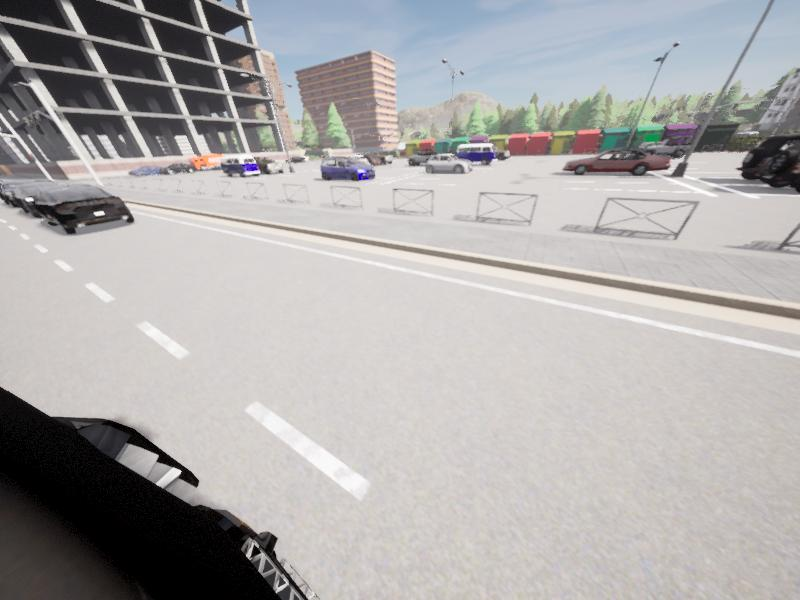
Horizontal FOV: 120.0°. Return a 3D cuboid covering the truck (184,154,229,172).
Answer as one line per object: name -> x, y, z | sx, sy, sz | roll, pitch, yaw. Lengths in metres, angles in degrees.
truck -> -35.339, -25.121, 42.312 | 2.627, 2.467, 5.204 | 16, 38, 25

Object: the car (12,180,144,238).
car -> -13.142, -3.882, 9.429 | 5.008, 1.535, 1.882 | 16, 38, 25

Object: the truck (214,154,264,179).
truck -> -17.273, -14.342, 24.836 | 4.478, 2.038, 2.069 | 16, 38, 26

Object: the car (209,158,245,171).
car -> -31.473, -24.753, 42.199 | 2.242, 1.667, 4.611 | 16, 38, 25

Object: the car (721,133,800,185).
car -> 17.941, -6.156, 10.051 | 3.866, 1.878, 1.905 | 16, 38, 26

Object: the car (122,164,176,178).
car -> -39.470, -20.489, 36.560 | 2.033, 1.411, 5.357 | 16, 38, 25

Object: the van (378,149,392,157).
van -> -4.394, -44.371, 69.688 | 2.069, 2.038, 4.480 | 16, 38, 25

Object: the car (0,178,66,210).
car -> -25.067, -7.168, 15.407 | 5.357, 1.411, 2.033 | 16, 38, 26

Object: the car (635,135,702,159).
car -> 27.674, -15.852, 24.064 | 3.866, 1.878, 1.905 | 16, 38, 26

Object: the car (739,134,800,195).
car -> 16.453, -4.743, 8.009 | 4.605, 1.855, 1.932 | 16, 38, 26

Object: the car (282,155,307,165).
car -> -24.101, -32.124, 52.976 | 1.882, 1.535, 5.008 | 16, 38, 25

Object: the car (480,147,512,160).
car -> 13.988, -21.381, 33.818 | 3.905, 1.438, 1.784 | 16, 38, 26

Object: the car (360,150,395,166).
car -> -3.330, -21.097, 34.253 | 4.605, 1.855, 1.932 | 16, 38, 26

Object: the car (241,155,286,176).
car -> -15.889, -15.710, 26.983 | 4.605, 1.855, 1.932 | 16, 38, 26

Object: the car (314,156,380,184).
car -> -4.218, -10.439, 18.452 | 4.611, 1.667, 2.242 | 16, 38, 26

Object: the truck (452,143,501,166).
truck -> 8.439, -16.151, 25.727 | 4.478, 2.038, 2.069 | 16, 38, 26

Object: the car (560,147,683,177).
car -> 13.720, -8.883, 14.917 | 5.357, 1.415, 2.033 | 16, 38, 26

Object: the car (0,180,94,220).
car -> -18.766, -5.417, 12.250 | 4.674, 1.442, 1.812 | 16, 38, 26

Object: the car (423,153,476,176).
car -> 4.161, -11.577, 19.707 | 3.806, 1.475, 1.970 | 16, 38, 26

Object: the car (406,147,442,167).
car -> 2.911, -17.631, 28.548 | 3.866, 1.878, 1.905 | 16, 38, 26

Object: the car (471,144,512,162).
car -> 12.482, -20.142, 31.664 | 4.605, 1.855, 1.932 | 16, 38, 26

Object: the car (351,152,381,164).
car -> -6.053, -25.236, 41.039 | 4.611, 1.667, 2.242 | 16, 38, 26

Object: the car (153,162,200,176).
car -> -35.321, -20.798, 36.637 | 1.837, 1.490, 4.892 | 16, 38, 25

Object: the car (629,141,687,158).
car -> 29.133, -17.079, 26.255 | 3.806, 1.475, 1.970 | 16, 38, 26

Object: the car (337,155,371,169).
car -> -6.054, -18.129, 30.386 | 3.806, 1.475, 1.970 | 16, 38, 26

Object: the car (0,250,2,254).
car -> -14.710, -2.081, 6.861 | 4.792, 1.488, 2.163 | 16, 38, 26

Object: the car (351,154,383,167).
car -> -4.614, -19.585, 32.433 | 3.905, 1.438, 1.784 | 16, 38, 26

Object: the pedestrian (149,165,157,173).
pedestrian -> -43.454, -23.014, 40.629 | 0.500, 1.100, 0.500 | 15, 37, 25
